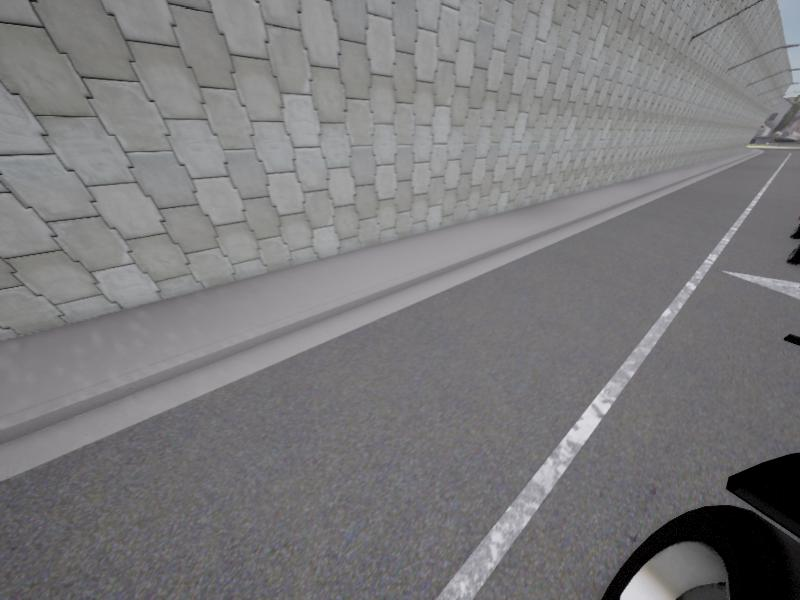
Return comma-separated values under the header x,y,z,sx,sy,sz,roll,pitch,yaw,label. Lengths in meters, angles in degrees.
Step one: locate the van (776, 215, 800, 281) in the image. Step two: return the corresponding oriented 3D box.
x,y,z,sx,sy,sz,roll,pitch,yaw,label
9.715,-1.625,4.415,4.442,1.987,1.775,-22,41,-28,van
